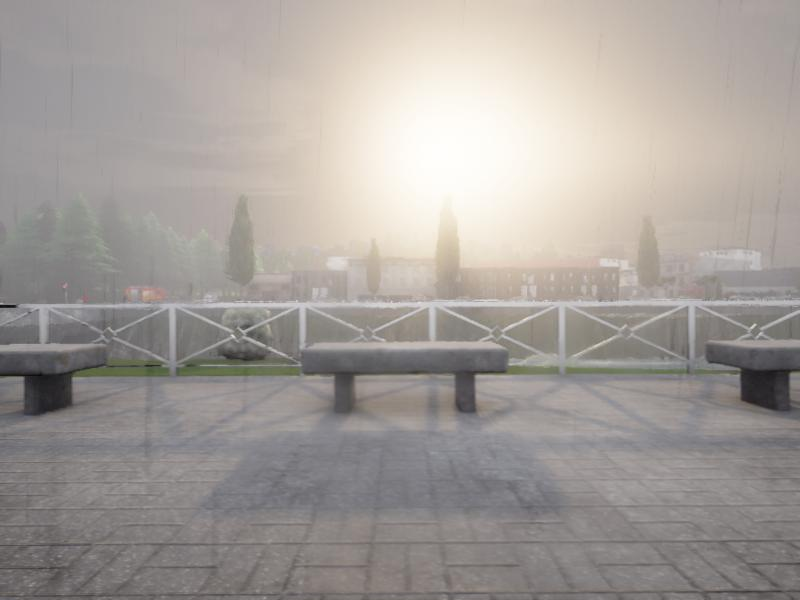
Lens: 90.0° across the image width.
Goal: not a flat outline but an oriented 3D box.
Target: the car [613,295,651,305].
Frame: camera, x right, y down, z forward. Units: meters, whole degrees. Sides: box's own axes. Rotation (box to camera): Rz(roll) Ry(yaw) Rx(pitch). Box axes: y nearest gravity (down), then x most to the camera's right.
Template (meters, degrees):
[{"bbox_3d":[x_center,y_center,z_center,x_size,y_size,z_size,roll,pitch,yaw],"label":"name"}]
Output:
[{"bbox_3d":[37.283,0.050,64.409,4.974,1.542,2.038,0,0,0],"label":"car"}]

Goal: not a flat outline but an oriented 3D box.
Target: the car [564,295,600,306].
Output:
[{"bbox_3d":[29.314,0.063,64.398,4.856,1.649,2.033,0,0,0],"label":"car"}]

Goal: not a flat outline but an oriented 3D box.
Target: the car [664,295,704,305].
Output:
[{"bbox_3d":[45.722,0.035,64.420,5.008,1.535,1.882,0,0,0],"label":"car"}]

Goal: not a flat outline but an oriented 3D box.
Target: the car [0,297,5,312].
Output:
[{"bbox_3d":[-43.953,0.474,40.975,2.038,1.542,4.974,0,0,0],"label":"car"}]

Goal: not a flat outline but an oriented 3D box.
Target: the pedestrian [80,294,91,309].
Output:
[{"bbox_3d":[-38.903,0.163,49.540,0.751,1.860,0.751,0,0,-1],"label":"pedestrian"}]

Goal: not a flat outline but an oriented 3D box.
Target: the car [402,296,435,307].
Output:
[{"bbox_3d":[2.903,0.200,64.363,5.238,1.638,1.930,0,0,0],"label":"car"}]

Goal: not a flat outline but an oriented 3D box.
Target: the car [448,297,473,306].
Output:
[{"bbox_3d":[9.669,0.248,64.370,3.806,1.475,1.970,0,0,0],"label":"car"}]

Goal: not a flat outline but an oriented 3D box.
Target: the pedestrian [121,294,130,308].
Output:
[{"bbox_3d":[-36.747,0.158,53.487,0.751,1.860,0.751,0,0,-9],"label":"pedestrian"}]

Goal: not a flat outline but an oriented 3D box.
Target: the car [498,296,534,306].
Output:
[{"bbox_3d":[18.657,0.120,64.381,5.238,1.638,1.930,0,0,0],"label":"car"}]

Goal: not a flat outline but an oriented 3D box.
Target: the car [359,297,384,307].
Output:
[{"bbox_3d":[-4.533,0.320,64.352,3.806,1.475,1.970,0,0,0],"label":"car"}]

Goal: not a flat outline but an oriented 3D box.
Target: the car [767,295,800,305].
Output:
[{"bbox_3d":[62.491,-0.034,64.442,4.892,1.490,1.837,0,0,0],"label":"car"}]

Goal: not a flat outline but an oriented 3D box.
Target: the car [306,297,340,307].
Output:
[{"bbox_3d":[-12.384,0.287,64.340,5.027,1.651,2.152,0,0,0],"label":"car"}]

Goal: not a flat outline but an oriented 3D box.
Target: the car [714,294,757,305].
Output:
[{"bbox_3d":[53.991,-0.059,64.431,5.238,1.638,1.930,0,0,0],"label":"car"}]

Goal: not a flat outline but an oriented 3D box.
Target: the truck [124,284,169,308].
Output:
[{"bbox_3d":[-43.961,-0.654,69.776,2.891,3.827,8.468,0,0,-4],"label":"truck"}]

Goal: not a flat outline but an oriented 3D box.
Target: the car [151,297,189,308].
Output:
[{"bbox_3d":[-36.868,0.409,64.121,4.856,1.649,2.033,0,0,-3],"label":"car"}]
